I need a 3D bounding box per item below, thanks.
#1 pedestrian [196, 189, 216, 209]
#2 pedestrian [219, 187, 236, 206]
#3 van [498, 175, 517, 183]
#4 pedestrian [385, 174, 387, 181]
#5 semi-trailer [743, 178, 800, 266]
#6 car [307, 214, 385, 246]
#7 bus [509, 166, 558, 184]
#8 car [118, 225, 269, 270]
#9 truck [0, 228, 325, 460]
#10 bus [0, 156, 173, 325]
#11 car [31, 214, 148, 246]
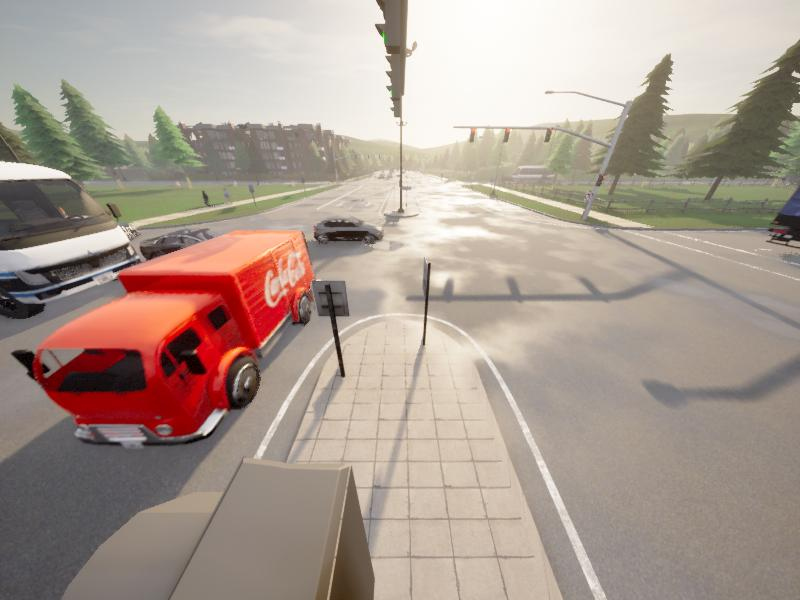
[{"bbox_3d":[-20.158,-10.490,24.061,0.751,1.860,0.751,3,30,5],"label":"pedestrian"},{"bbox_3d":[-19.658,-11.797,26.325,0.751,1.860,0.751,1,30,2],"label":"pedestrian"},{"bbox_3d":[31.245,-35.221,67.125,4.442,1.987,1.775,0,30,0],"label":"van"},{"bbox_3d":[-4.668,-41.156,77.539,0.751,1.860,0.751,-1,30,-2],"label":"pedestrian"},{"bbox_3d":[26.006,-3.900,10.436,14.254,4.402,2.717,0,30,0],"label":"semi-trailer"},{"bbox_3d":[-3.105,-4.323,14.119,4.193,1.474,1.816,0,30,0],"label":"car"},{"bbox_3d":[36.353,-34.393,63.424,10.273,4.253,3.944,0,30,0],"label":"bus"},{"bbox_3d":[-9.467,-2.576,11.057,4.902,1.511,2.128,0,30,0],"label":"car"},{"bbox_3d":[-3.994,0.186,5.331,2.627,2.467,5.204,0,29,0],"label":"truck"},{"bbox_3d":[-15.169,-2.059,7.430,10.273,4.253,3.944,-1,30,0],"label":"bus"},{"bbox_3d":[-18.619,-4.295,14.068,3.806,1.475,1.970,0,30,0],"label":"car"}]
